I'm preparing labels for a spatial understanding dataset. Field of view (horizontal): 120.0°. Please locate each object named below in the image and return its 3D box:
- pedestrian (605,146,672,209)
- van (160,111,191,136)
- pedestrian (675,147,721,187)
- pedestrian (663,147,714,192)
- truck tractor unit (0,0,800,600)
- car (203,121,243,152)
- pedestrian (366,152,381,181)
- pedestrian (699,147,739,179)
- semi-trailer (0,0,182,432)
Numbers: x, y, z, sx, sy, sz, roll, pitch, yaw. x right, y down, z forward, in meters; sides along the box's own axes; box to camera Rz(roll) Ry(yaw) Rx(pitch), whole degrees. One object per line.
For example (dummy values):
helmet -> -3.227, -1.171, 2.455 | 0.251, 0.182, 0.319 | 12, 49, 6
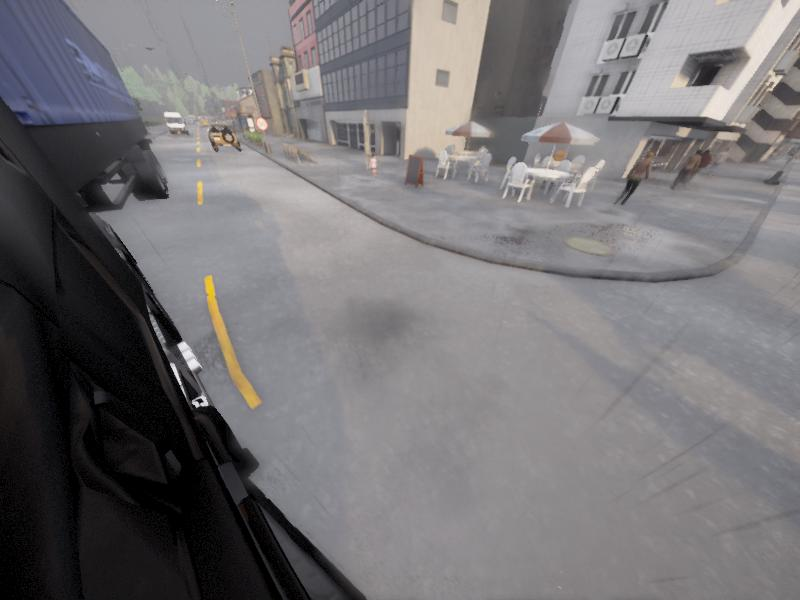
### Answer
pedestrian -> 8.501, -4.383, 8.318 | 0.751, 1.860, 0.751 | -19, 42, -27
van -> -31.391, -24.752, 32.484 | 1.988, 2.561, 5.915 | -21, 43, -28
pedestrian -> 16.646, -7.466, 12.977 | 0.751, 1.860, 0.751 | 32, 45, 33
pedestrian -> 14.427, -6.570, 11.633 | 0.751, 1.860, 0.751 | 32, 46, 33
truck tractor unit -> -2.645, -0.295, 0.351 | 6.516, 4.208, 3.053 | 28, 44, 30
car -> -15.295, -14.112, 19.915 | 1.932, 1.855, 4.605 | -21, 43, -28
pedestrian -> -1.235, -6.235, 10.773 | 0.500, 1.100, 0.500 | -22, 44, -30
pedestrian -> 22.594, -9.742, 16.412 | 0.751, 1.860, 0.751 | 29, 44, 31
semi-trailer -> -7.811, -4.100, 4.928 | 2.717, 4.402, 14.254 | -24, 44, -31
